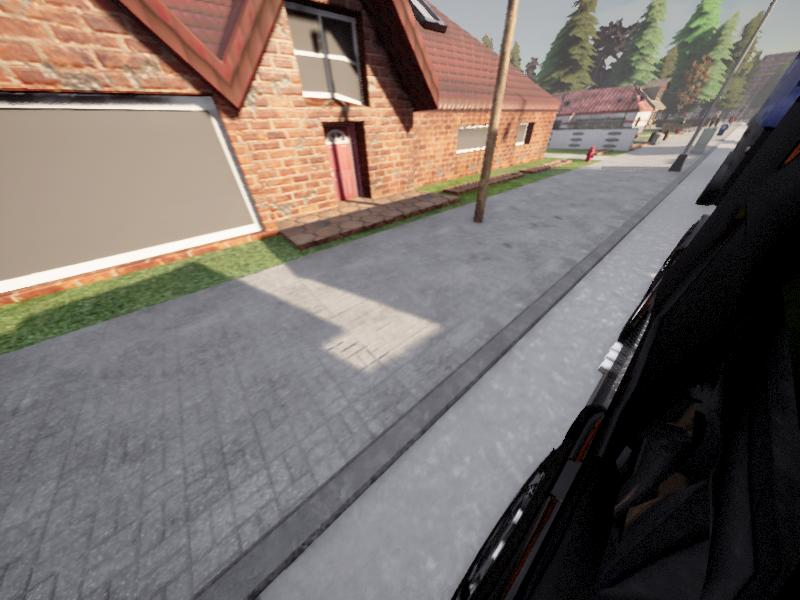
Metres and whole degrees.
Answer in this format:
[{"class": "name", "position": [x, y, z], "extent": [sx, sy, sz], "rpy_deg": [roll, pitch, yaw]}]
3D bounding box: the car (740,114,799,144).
[{"class": "car", "position": [31.541, -14.724, 19.859], "extent": [3.866, 1.878, 1.905], "rpy_deg": [-28, 44, -30]}]

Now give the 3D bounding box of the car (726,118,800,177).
[{"class": "car", "position": [17.158, -7.054, 10.477], "extent": [4.605, 1.855, 1.932], "rpy_deg": [-28, 44, -30]}]

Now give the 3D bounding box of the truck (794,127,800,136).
[{"class": "truck", "position": [42.946, -17.899, 22.943], "extent": [5.204, 2.467, 2.627], "rpy_deg": [-29, 44, -31]}]

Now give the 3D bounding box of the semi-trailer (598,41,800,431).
[{"class": "semi-trailer", "position": [8.696, -3.598, 4.240], "extent": [14.254, 4.402, 2.717], "rpy_deg": [-28, 44, -30]}]

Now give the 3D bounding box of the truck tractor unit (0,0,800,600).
[{"class": "truck tractor unit", "position": [2.645, -0.295, 0.351], "extent": [6.516, 4.208, 3.053], "rpy_deg": [-28, 44, -30]}]
